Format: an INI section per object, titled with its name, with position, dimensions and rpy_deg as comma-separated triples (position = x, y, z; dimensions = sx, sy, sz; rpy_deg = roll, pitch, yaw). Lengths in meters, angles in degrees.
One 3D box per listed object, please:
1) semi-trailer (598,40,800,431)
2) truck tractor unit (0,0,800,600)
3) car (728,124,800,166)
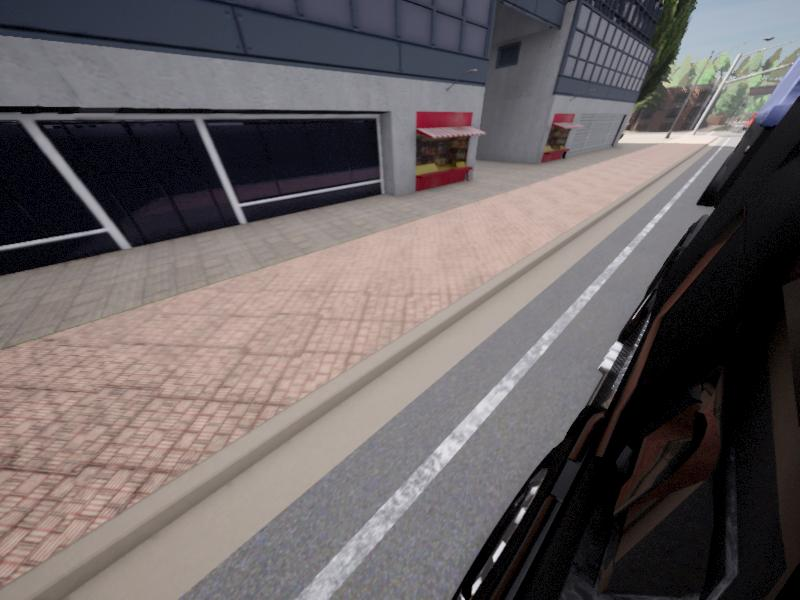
[semi-trailer]
position = 8.714, -3.568, 4.251
dimensions = 14.254, 4.402, 2.717
rpy_deg = -28, 44, -30
[truck tractor unit]
position = 2.645, -0.295, 0.351
dimensions = 6.516, 4.208, 3.053
rpy_deg = -28, 44, -30
[car]
position = 21.164, -9.016, 13.292
dimensions = 5.238, 1.638, 1.930
rpy_deg = -28, 44, -30
